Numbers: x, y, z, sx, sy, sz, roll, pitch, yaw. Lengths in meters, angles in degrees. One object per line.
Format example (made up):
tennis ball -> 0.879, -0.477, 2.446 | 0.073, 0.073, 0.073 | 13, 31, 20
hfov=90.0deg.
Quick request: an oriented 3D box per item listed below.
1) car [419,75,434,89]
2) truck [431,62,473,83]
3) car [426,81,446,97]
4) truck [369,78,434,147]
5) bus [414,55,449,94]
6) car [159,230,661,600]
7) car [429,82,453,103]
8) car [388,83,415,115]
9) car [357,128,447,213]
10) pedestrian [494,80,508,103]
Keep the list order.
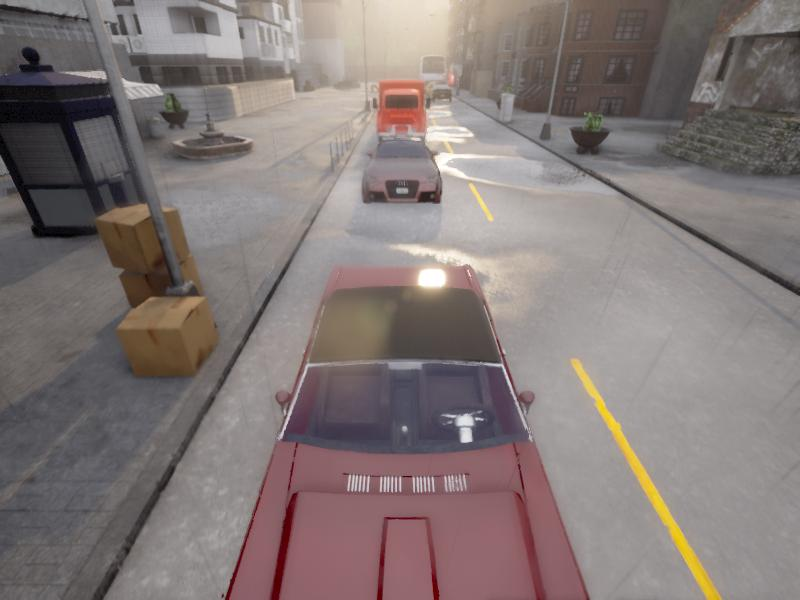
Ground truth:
car -> 4.166, -34.620, 63.492 | 2.097, 1.767, 4.553 | 0, 30, 0
truck -> 11.012, -48.784, 85.716 | 8.468, 3.827, 2.891 | 0, 30, 0
car -> 4.131, -24.864, 47.047 | 1.882, 1.535, 5.008 | 0, 30, 0
truck -> 0.069, -9.092, 19.119 | 2.627, 2.467, 5.204 | 0, 31, 0
bus -> 4.030, -30.712, 54.368 | 3.944, 4.253, 10.273 | 0, 30, 0
car -> 0.036, 0.879, 3.236 | 1.895, 1.301, 4.718 | 0, 30, 0
car -> 4.117, -21.182, 40.644 | 1.930, 1.638, 5.238 | 0, 30, 0
car -> 0.093, -15.061, 29.918 | 1.905, 1.878, 3.866 | 0, 30, 0
car -> 0.047, -3.722, 11.029 | 1.994, 1.385, 4.181 | 0, 30, 0
pedestrian -> 9.211, -19.066, 36.549 | 0.751, 1.860, 0.751 | -6, 31, -11
